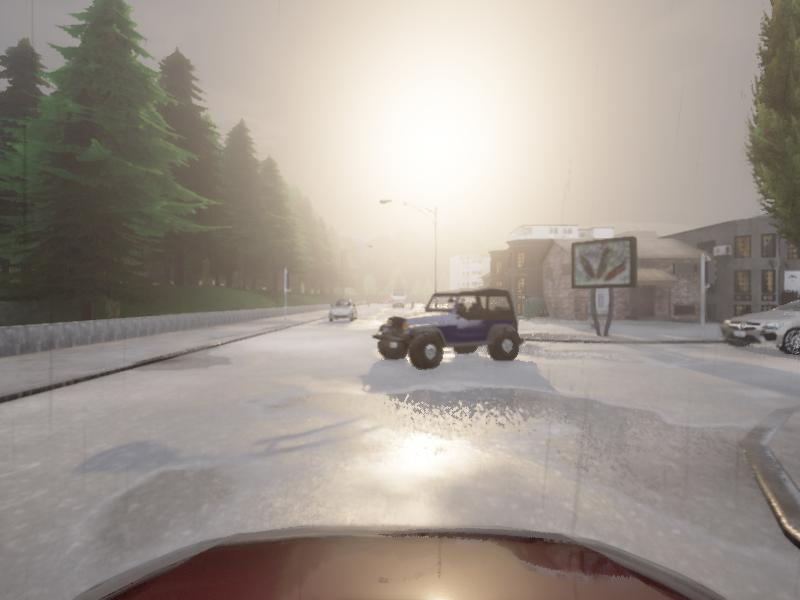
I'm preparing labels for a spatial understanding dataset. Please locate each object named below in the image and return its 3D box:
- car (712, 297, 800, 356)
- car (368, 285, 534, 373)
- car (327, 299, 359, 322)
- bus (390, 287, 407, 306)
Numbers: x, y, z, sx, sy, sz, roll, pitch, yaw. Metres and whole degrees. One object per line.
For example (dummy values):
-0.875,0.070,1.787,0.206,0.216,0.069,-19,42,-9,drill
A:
12.943,0.754,12.295,5.027,1.651,2.152,0,0,0,car
1.341,0.623,10.326,3.866,1.878,1.905,0,0,-29,car
-4.143,0.722,29.553,1.851,1.617,3.988,0,0,-1,car
-0.423,-0.753,96.501,3.944,4.253,10.273,0,0,0,bus
